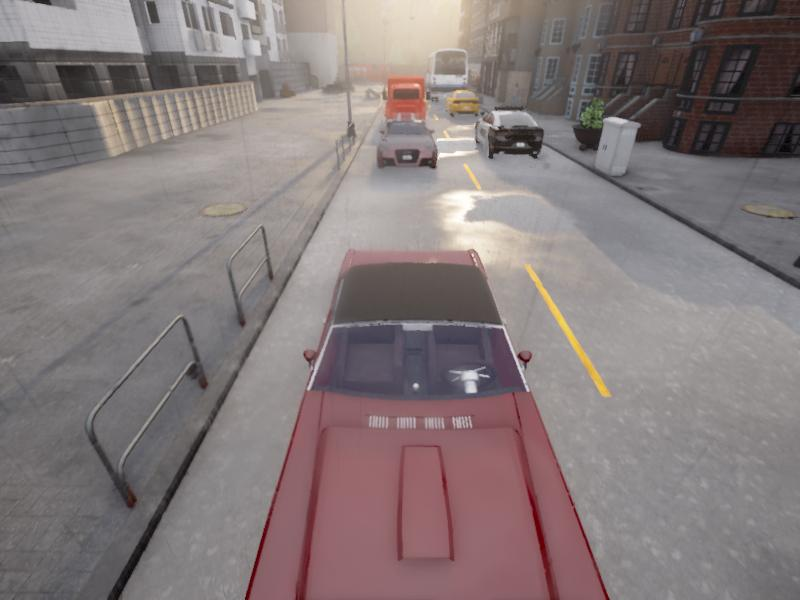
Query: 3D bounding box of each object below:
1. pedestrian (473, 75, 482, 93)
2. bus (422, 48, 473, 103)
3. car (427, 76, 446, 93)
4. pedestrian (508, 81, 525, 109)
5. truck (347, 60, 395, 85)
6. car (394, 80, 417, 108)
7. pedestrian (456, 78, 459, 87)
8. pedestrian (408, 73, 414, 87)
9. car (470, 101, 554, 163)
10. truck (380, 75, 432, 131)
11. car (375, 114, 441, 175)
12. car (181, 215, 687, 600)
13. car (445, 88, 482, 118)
[{"bbox_3d":[9.435,-26.143,48.467,0.751,1.860,0.751,-2,30,-3],"label":"pedestrian"},{"bbox_3d":[4.389,-22.435,40.029,3.944,4.253,10.273,0,30,1],"label":"bus"},{"bbox_3d":[4.612,-27.726,51.486,2.097,1.767,4.553,0,30,0],"label":"car"},{"bbox_3d":[8.881,-15.636,30.548,0.751,1.860,0.751,-1,30,-2],"label":"pedestrian"},{"bbox_3d":[-5.177,-41.976,73.782,8.468,3.827,2.891,0,30,0],"label":"truck"},{"bbox_3d":[0.447,-17.728,34.337,1.905,1.878,3.866,0,31,0],"label":"car"},{"bbox_3d":[9.144,-34.529,63.501,0.500,1.100,0.500,4,31,6],"label":"pedestrian"},{"bbox_3d":[1.791,-36.133,65.709,0.751,1.860,0.751,-4,31,-6],"label":"pedestrian"},{"bbox_3d":[4.269,-6.949,16.205,1.930,1.638,5.238,0,30,0],"label":"car"},{"bbox_3d":[0.341,-11.516,23.149,2.627,2.467,5.204,0,31,0],"label":"truck"},{"bbox_3d":[0.256,-5.679,14.310,1.994,1.385,4.181,0,30,1],"label":"car"},{"bbox_3d":[0.144,0.629,3.624,1.895,1.301,4.718,0,30,0],"label":"car"},{"bbox_3d":[4.389,-14.017,28.361,1.882,1.535,5.008,0,30,0],"label":"car"}]
